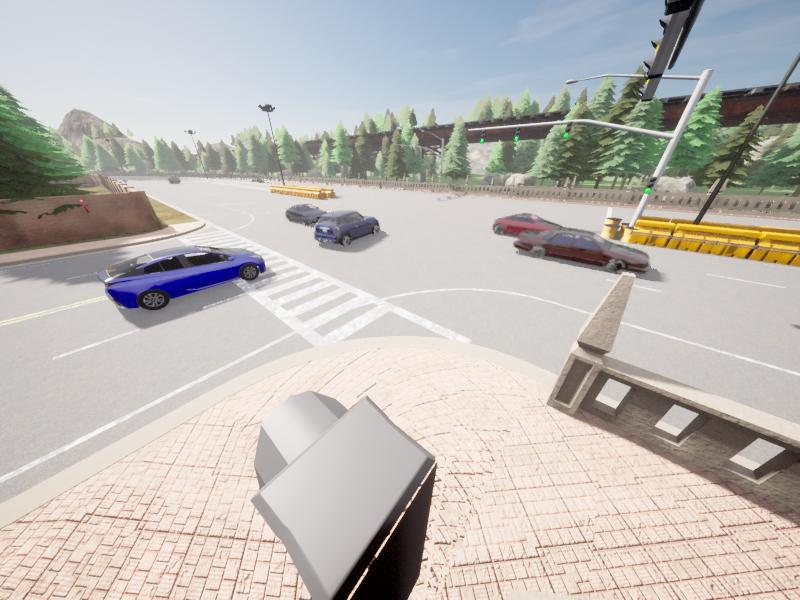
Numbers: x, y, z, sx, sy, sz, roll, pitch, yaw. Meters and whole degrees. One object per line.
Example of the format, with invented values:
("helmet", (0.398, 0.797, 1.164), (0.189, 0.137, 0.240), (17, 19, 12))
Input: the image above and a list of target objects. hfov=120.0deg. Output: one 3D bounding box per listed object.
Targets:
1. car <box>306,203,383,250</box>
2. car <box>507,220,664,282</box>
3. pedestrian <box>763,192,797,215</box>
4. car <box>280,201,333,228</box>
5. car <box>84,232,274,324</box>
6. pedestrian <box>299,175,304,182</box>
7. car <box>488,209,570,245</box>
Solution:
("car", (-3.200, -4.787, 14.502), (2.097, 1.767, 4.553), (15, 33, 24))
("car", (8.409, -2.585, 11.090), (5.357, 1.411, 2.033), (23, 37, 34))
("pedestrian", (34.477, -8.768, 20.979), (0.751, 1.860, 0.751), (23, 37, 34))
("car", (-7.662, -7.092, 18.921), (4.181, 1.385, 1.994), (23, 37, 34))
("car", (-7.559, -1.163, 8.493), (2.007, 1.525, 4.514), (21, 36, 32))
("pedestrian", (-28.189, -34.823, 66.107), (0.751, 1.860, 0.751), (22, 37, 33))
("car", (8.308, -4.912, 15.146), (4.181, 1.385, 1.994), (23, 37, 34))
